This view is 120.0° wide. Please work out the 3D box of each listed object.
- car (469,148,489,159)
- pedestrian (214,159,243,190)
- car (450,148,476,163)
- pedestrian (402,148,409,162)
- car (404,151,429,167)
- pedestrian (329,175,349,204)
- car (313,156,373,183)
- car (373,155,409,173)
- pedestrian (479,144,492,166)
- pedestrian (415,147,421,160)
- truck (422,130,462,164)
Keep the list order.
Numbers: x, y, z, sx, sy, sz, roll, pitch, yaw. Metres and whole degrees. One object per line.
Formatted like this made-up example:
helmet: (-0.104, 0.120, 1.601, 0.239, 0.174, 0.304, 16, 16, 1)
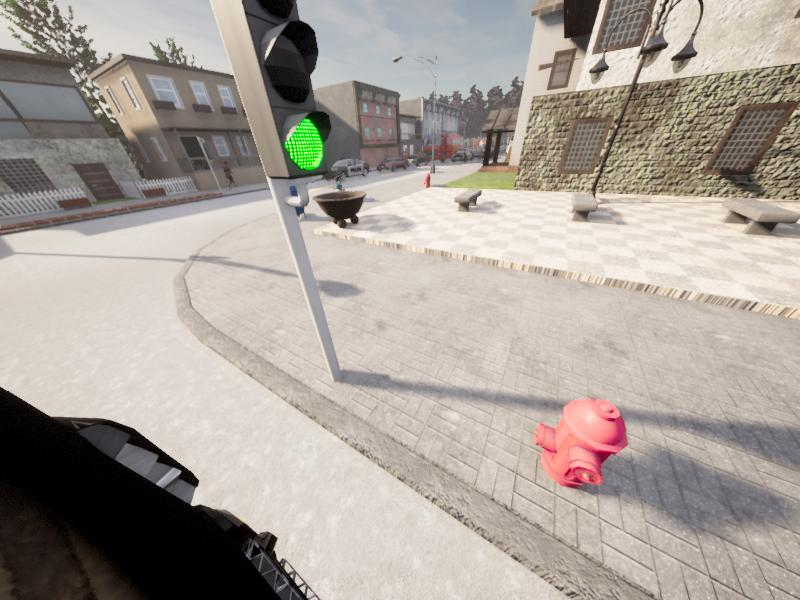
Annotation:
car: (13.353, -24.662, 38.854, 1.994, 1.385, 4.181, 16, 38, 26)
pedestrian: (-12.129, -8.853, 16.369, 0.751, 1.860, 0.751, 9, 35, 17)
car: (9.011, -20.490, 32.762, 2.038, 1.542, 4.974, 16, 38, 26)
pedestrian: (0.914, -22.908, 36.525, 0.751, 1.860, 0.751, 11, 36, 21)
car: (2.200, -18.213, 29.851, 1.789, 1.549, 3.705, 16, 38, 26)
pedestrian: (-2.763, -5.037, 10.538, 0.500, 1.100, 0.500, 26, 43, 36)
car: (-4.751, -11.565, 20.300, 1.930, 1.638, 5.238, 15, 38, 25)
car: (-0.846, -15.176, 25.683, 1.994, 1.385, 4.181, 16, 38, 26)
pedestrian: (8.729, -14.748, 23.593, 0.751, 1.860, 0.751, 16, 38, 27)
pedestrian: (3.095, -24.958, 39.444, 0.751, 1.860, 0.751, -10, 34, -10)
truck: (6.471, -23.382, 35.249, 2.891, 3.827, 8.468, 16, 38, 26)
